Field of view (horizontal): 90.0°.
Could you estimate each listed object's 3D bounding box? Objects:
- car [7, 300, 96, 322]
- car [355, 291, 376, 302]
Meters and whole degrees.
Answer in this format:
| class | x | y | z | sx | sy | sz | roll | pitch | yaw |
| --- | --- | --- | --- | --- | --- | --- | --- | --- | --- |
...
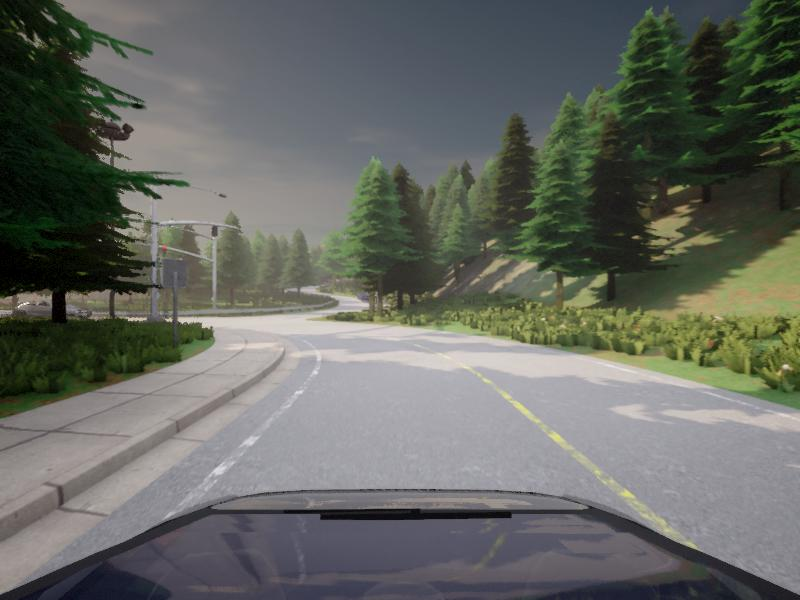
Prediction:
| class | x | y | z | sx | sy | sz | roll | pitch | yaw |
| --- | --- | --- | --- | --- | --- | --- | --- | --- | --- |
| car | -26.461 | 0.818 | 30.493 | 5.027 | 1.651 | 2.152 | 0 | 0 | 3 |
| car | -5.582 | -0.581 | 64.147 | 1.882 | 1.535 | 5.008 | 1 | 4 | -22 |
